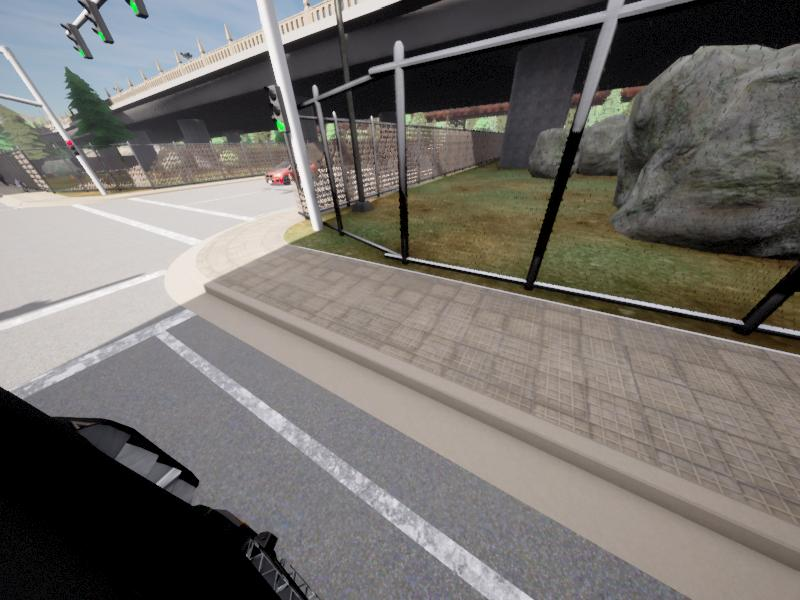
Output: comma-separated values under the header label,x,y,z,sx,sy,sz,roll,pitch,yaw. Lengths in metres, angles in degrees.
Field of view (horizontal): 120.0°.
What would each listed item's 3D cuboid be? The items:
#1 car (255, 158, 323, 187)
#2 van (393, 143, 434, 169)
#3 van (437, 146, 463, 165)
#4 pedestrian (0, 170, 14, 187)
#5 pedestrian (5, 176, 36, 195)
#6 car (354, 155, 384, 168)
label,x,y,z,sx,sy,sz,roll,pitch,yaw
car,-9.229,-10.960,19.736,2.242,1.667,4.611,16,38,26
van,1.895,-18.445,29.466,2.351,2.431,6.366,16,38,26
van,6.602,-19.063,30.432,1.775,1.987,4.442,16,38,26
pedestrian,-47.841,-14.652,27.659,0.751,1.860,0.751,14,37,24
pedestrian,-31.915,-9.669,19.446,0.751,1.300,0.751,22,41,32
car,-4.293,-19.576,32.601,1.994,1.385,4.181,16,38,26
